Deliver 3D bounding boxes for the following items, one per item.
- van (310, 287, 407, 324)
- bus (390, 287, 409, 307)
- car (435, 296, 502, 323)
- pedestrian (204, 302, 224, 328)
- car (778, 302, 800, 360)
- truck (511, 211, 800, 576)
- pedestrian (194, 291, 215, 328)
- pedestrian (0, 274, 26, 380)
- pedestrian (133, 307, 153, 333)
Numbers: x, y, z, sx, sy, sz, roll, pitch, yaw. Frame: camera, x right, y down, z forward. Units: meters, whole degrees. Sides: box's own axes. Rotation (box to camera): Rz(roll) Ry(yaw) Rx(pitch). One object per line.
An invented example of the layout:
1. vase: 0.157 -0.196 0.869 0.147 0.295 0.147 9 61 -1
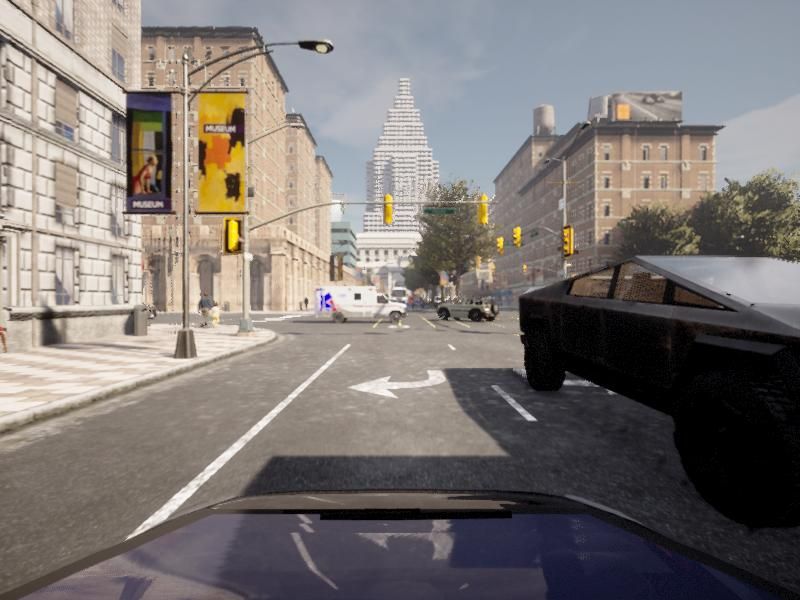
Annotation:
1. van: -2.722 0.342 27.484 6.366 2.431 2.351 0 0 0
2. bus: -0.076 -0.653 90.410 3.944 4.253 10.273 0 0 0
3. car: 4.956 0.617 29.482 4.605 1.855 1.932 1 1 45
4. pedestrian: -9.269 0.739 19.952 0.751 1.300 0.751 0 0 -10
5. car: 11.478 0.816 8.820 2.007 1.525 4.514 0 0 0
6. truck: 3.488 0.535 5.100 2.390 2.098 6.274 0 0 0
7. pedestrian: -9.961 0.458 20.394 0.751 1.860 0.751 0 0 -4
8. pedestrian: -7.373 0.475 7.214 0.751 1.860 0.751 0 0 -28
9. pedestrian: -11.087 0.842 17.265 0.500 1.100 0.500 0 0 13
